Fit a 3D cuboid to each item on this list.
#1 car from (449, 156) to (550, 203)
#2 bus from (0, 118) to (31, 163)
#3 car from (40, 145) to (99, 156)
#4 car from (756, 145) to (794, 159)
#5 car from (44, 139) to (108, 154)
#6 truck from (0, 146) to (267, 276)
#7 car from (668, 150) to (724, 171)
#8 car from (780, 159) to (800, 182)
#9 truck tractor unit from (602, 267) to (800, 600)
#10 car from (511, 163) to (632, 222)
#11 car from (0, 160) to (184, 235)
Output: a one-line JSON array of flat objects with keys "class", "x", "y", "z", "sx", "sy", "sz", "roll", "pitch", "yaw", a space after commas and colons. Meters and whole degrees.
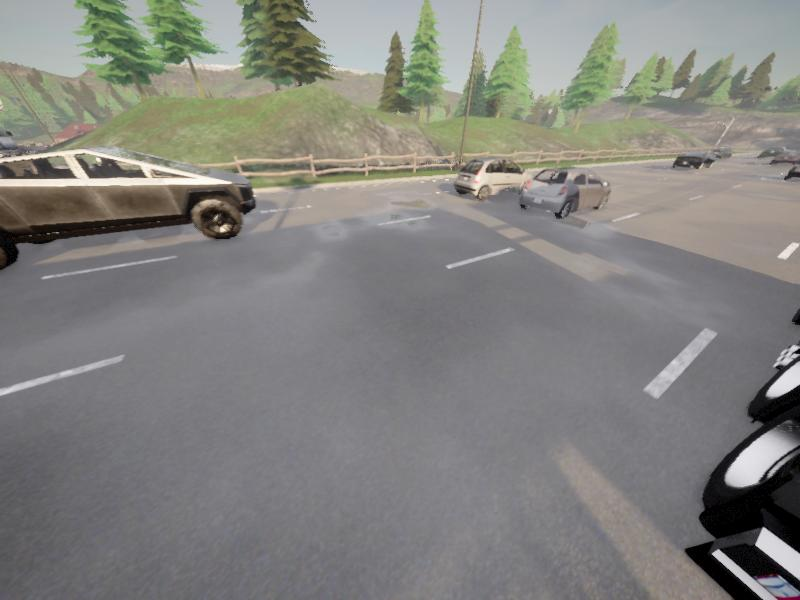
[{"class": "car", "x": 4.678, "y": -5.875, "z": 11.079, "sx": 3.988, "sy": 1.617, "sz": 1.851, "roll": -14, "pitch": 37, "yaw": -19}, {"class": "bus", "x": -46.542, "y": -17.719, "z": 25.301, "sx": 10.273, "sy": 4.253, "sz": 3.944, "roll": 29, "pitch": 44, "yaw": 34}, {"class": "car", "x": -49.809, "y": -22.687, "z": 34.994, "sx": 4.718, "sy": 1.301, "sz": 1.895, "roll": -18, "pitch": 39, "yaw": -24}, {"class": "car", "x": 60.645, "y": -23.917, "z": 37.362, "sx": 4.553, "sy": 1.767, "sz": 2.097, "roll": -18, "pitch": 39, "yaw": -24}, {"class": "car", "x": -54.596, "y": -26.062, "z": 39.147, "sx": 5.566, "sy": 2.045, "sz": 2.150, "roll": -18, "pitch": 39, "yaw": -24}, {"class": "truck", "x": -7.113, "y": -2.419, "z": 5.576, "sx": 6.274, "sy": 2.098, "sz": 2.390, "roll": -18, "pitch": 39, "yaw": -24}, {"class": "car", "x": 28.916, "y": -13.688, "z": 22.591, "sx": 5.008, "sy": 1.535, "sz": 1.882, "roll": -17, "pitch": 39, "yaw": -24}, {"class": "car", "x": 29.810, "y": -9.278, "z": 16.476, "sx": 4.718, "sy": 1.301, "sz": 1.895, "roll": -18, "pitch": 39, "yaw": -24}, {"class": "truck tractor unit", "x": 5.117, "y": -0.295, "z": 0.775, "sx": 6.516, "sy": 4.208, "sz": 3.053, "roll": -18, "pitch": 39, "yaw": -24}, {"class": "car", "x": 6.442, "y": -4.213, "z": 8.779, "sx": 3.633, "sy": 1.501, "sz": 1.845, "roll": -18, "pitch": 39, "yaw": -24}, {"class": "car", "x": -10.178, "y": -3.537, "z": 7.583, "sx": 3.988, "sy": 1.617, "sz": 1.851, "roll": -18, "pitch": 39, "yaw": -24}]
